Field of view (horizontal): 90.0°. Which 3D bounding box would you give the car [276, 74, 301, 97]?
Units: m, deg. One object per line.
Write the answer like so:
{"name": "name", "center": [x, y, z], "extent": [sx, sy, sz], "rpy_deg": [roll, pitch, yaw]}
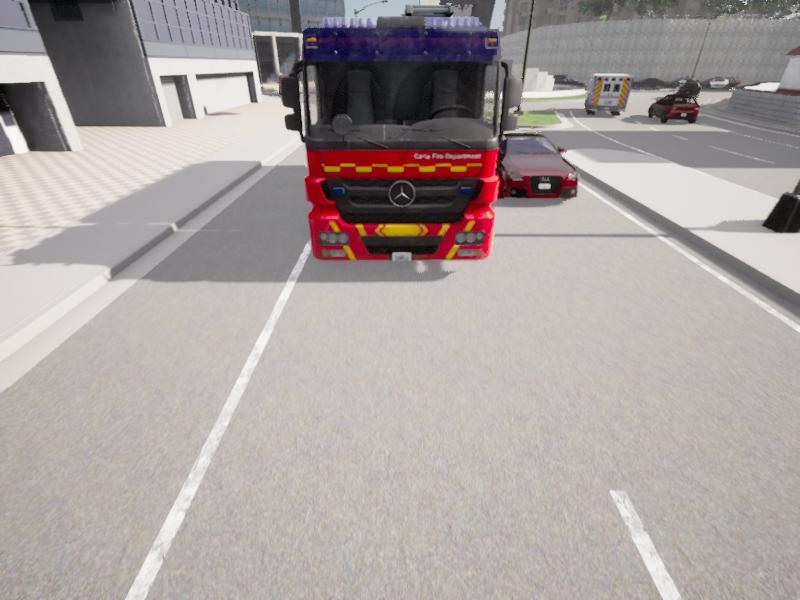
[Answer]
{"name": "car", "center": [-12.459, -23.997, 44.634], "extent": [2.150, 2.045, 5.566], "rpy_deg": [-8, 32, -14]}

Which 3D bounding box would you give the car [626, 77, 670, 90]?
{"name": "car", "center": [34.640, -30.304, 56.039], "extent": [4.674, 1.442, 1.812], "rpy_deg": [5, 31, 9]}

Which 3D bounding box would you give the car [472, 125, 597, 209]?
{"name": "car", "center": [3.432, -3.884, 11.193], "extent": [1.994, 1.385, 4.181], "rpy_deg": [0, 30, -1]}

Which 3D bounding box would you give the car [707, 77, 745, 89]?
{"name": "car", "center": [47.301, -31.536, 58.073], "extent": [3.633, 1.501, 1.845], "rpy_deg": [1, 31, 1]}

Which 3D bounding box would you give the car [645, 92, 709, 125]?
{"name": "car", "center": [16.872, -11.866, 24.668], "extent": [1.816, 1.474, 4.193], "rpy_deg": [7, 31, 12]}

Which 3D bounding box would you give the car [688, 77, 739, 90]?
{"name": "car", "center": [43.136, -29.850, 55.198], "extent": [4.974, 1.542, 2.038], "rpy_deg": [1, 31, 2]}

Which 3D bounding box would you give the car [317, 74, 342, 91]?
{"name": "car", "center": [-9.566, -29.699, 54.476], "extent": [1.905, 1.878, 3.866], "rpy_deg": [6, 31, 11]}

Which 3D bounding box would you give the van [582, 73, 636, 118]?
{"name": "van", "center": [14.731, -14.777, 28.666], "extent": [2.351, 2.431, 6.366], "rpy_deg": [10, 32, 16]}

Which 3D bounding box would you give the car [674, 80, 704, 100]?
{"name": "car", "center": [29.893, -21.746, 41.305], "extent": [1.930, 1.638, 5.238], "rpy_deg": [19, 35, 28]}

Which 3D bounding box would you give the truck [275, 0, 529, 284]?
{"name": "truck", "center": [-0.034, -4.061, 9.066], "extent": [2.891, 3.827, 8.468], "rpy_deg": [0, 30, -1]}

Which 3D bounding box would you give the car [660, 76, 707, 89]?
{"name": "car", "center": [41.218, -31.652, 58.255], "extent": [4.974, 1.542, 2.038], "rpy_deg": [1, 31, 2]}
